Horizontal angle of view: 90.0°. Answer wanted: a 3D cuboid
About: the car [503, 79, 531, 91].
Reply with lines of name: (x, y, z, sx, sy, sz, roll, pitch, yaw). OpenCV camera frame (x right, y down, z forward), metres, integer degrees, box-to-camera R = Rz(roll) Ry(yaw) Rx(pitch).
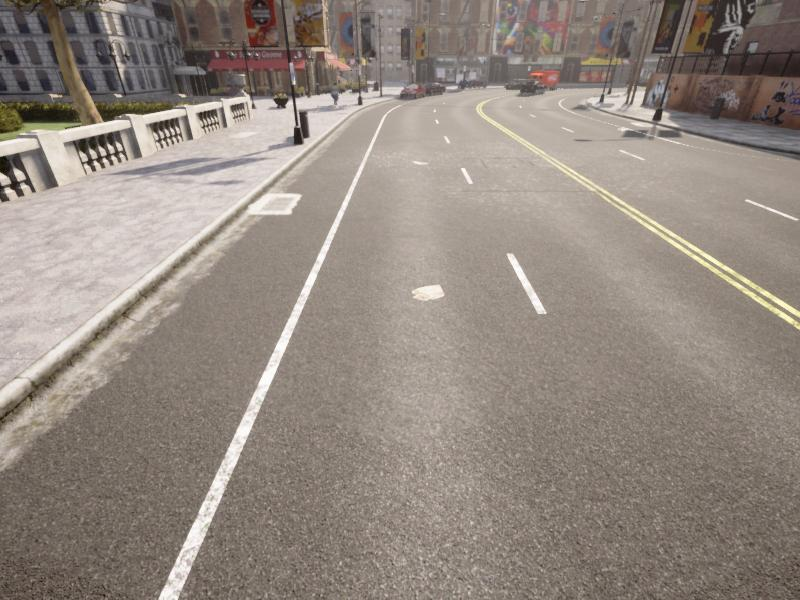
car: (17.390, -32.047, 59.527, 3.806, 1.475, 1.970, -25, 38, -35)

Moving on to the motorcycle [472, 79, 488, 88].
motorcycle: (12.301, -33.410, 61.701, 2.356, 1.277, 0.764, 5, 31, 9)

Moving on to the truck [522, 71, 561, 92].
truck: (20.322, -31.455, 57.440, 5.204, 2.467, 2.627, -25, 38, -35)

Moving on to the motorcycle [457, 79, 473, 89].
motorcycle: (9.821, -32.500, 60.141, 2.209, 1.251, 0.867, 5, 31, 9)

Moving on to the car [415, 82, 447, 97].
car: (3.767, -25.534, 48.456, 1.895, 1.301, 4.718, 17, 34, 26)

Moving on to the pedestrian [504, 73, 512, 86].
pedestrian: (18.117, -37.029, 67.244, 0.751, 1.860, 0.751, -19, 35, -29)

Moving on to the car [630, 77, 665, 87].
car: (42.300, -37.340, 68.529, 4.514, 1.525, 2.007, -3, 30, -6)

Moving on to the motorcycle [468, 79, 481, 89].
motorcycle: (11.359, -32.906, 60.894, 1.805, 1.236, 0.856, 5, 31, 9)

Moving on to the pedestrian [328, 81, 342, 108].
pedestrian: (-5.132, -16.341, 31.811, 0.751, 1.860, 0.751, 5, 31, 9)

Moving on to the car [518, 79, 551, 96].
car: (16.740, -26.520, 49.813, 1.930, 1.638, 5.238, 21, 36, 31)

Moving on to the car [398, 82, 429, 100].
car: (1.525, -22.940, 43.863, 2.002, 1.452, 4.674, 11, 32, 18)
